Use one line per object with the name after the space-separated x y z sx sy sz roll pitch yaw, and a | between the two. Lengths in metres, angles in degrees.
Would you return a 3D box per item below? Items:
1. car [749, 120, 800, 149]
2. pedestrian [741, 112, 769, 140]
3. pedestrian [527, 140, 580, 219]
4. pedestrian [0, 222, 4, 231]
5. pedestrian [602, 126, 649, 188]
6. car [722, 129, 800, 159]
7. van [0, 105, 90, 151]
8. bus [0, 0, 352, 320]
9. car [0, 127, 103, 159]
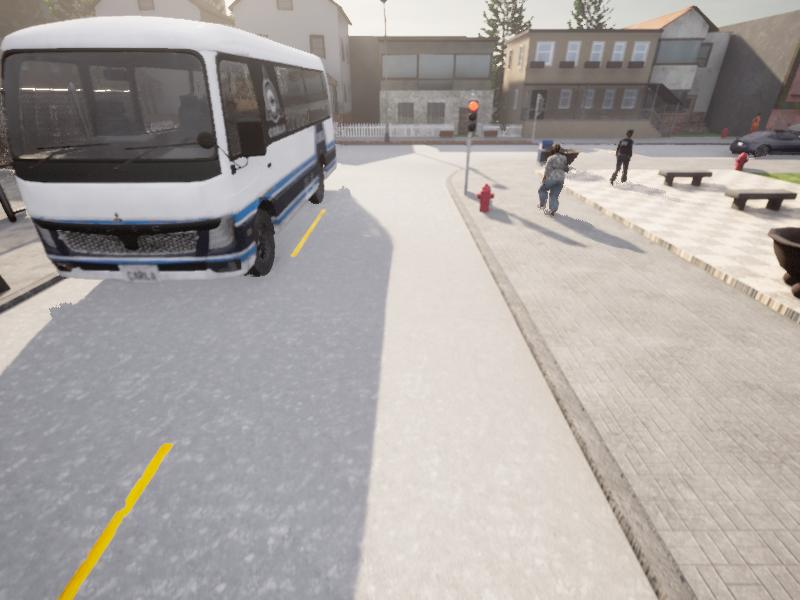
26.464 -10.813 26.107 5.238 1.638 1.930 -1 27 -1 | car
26.682 -13.095 30.066 0.751 1.860 0.751 -3 27 -7 | pedestrian
4.034 -3.205 10.648 0.751 1.860 0.751 -6 28 -12 | pedestrian
-10.063 -2.360 9.029 0.751 1.860 0.751 -3 27 -6 | pedestrian
7.713 -4.919 13.750 0.751 1.860 0.751 -18 32 -32 | pedestrian
21.150 -8.795 22.451 4.181 1.385 1.994 1 27 2 | car
-24.075 -11.108 25.772 5.915 2.561 1.988 0 27 -2 | van
-3.890 -4.006 9.878 3.944 4.253 10.273 0 28 1 | bus
-20.019 -8.797 22.355 4.902 1.511 2.128 0 27 1 | car
